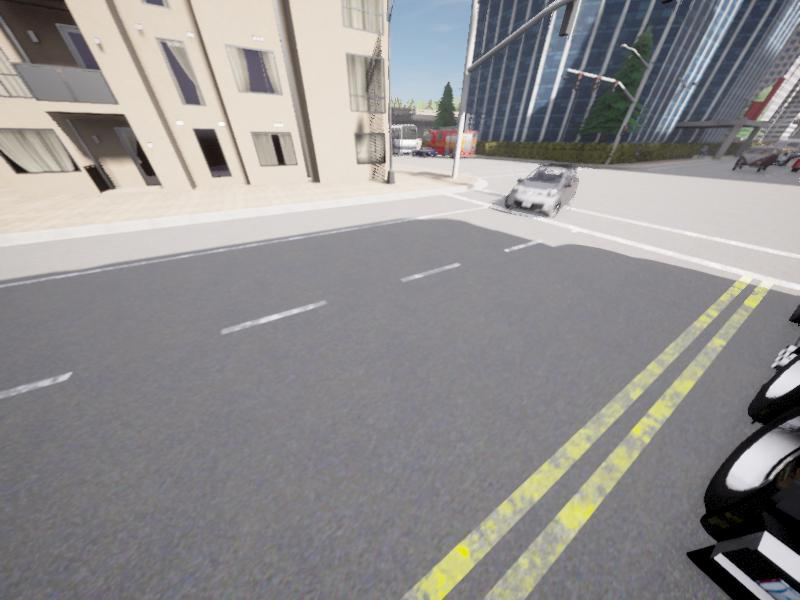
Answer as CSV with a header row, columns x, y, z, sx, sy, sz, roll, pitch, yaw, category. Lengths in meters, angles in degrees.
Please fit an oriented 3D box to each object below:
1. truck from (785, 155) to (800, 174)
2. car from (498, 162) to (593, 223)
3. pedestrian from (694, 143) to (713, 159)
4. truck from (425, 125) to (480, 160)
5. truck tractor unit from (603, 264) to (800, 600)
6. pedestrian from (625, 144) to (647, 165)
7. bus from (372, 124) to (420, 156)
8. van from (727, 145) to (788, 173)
x,y,z,sx,sy,sz,roll,pitch,yaw,category
38.751,-13.390,20.227,8.468,3.827,2.891,-18,39,-24,truck
5.656,-4.332,8.940,1.845,1.501,3.633,29,44,34,car
43.152,-21.192,32.889,0.751,1.860,0.751,-18,39,-24,pedestrian
7.538,-23.767,34.880,2.891,3.827,8.468,-18,39,-24,truck
5.107,-0.304,0.789,6.516,4.208,3.053,-18,39,-24,truck tractor unit
24.961,-15.405,24.418,0.751,1.860,0.751,-18,39,-24,pedestrian
-1.010,-28.425,41.133,3.944,4.253,10.273,-18,39,-24,bus
33.032,-13.079,21.342,4.442,1.987,1.775,-18,39,-24,van
